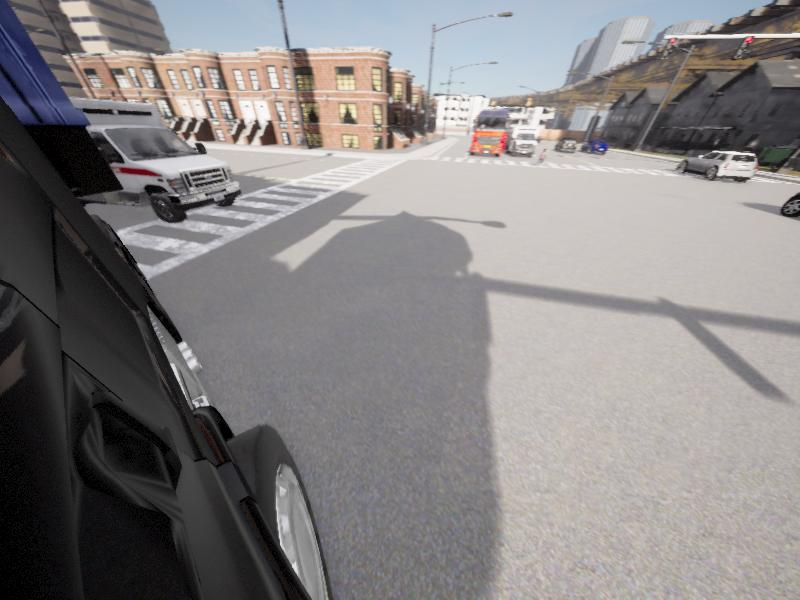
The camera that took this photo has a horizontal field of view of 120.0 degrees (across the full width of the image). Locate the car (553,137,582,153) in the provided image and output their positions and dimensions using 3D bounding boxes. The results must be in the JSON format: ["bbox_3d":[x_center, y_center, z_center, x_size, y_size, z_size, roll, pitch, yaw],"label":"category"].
[{"bbox_3d":[21.851,-20.409,30.383,1.789,1.549,3.705,10,38,11],"label":"car"}]

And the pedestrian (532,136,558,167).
[{"bbox_3d":[10.460,-10.732,16.729,0.751,1.860,0.751,-18,42,-25],"label":"pedestrian"}]

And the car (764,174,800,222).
[{"bbox_3d":[14.056,-2.710,6.579,1.789,1.549,3.705,10,38,11],"label":"car"}]

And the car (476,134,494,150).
[{"bbox_3d":[11.194,-21.089,30.817,1.837,1.490,4.892,10,38,11],"label":"car"}]

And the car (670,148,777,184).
[{"bbox_3d":[20.364,-8.714,14.894,1.970,1.475,3.806,10,38,11],"label":"car"}]

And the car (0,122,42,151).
[{"bbox_3d":[-29.049,-11.634,16.320,5.008,1.535,1.882,10,38,11],"label":"car"}]

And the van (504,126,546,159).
[{"bbox_3d":[12.735,-16.502,24.045,2.351,2.431,6.366,11,38,11],"label":"van"}]

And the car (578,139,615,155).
[{"bbox_3d":[25.294,-19.891,29.955,1.812,1.442,4.674,10,38,11],"label":"car"}]

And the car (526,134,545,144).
[{"bbox_3d":[27.460,-32.747,47.032,1.837,1.490,4.892,7,37,6],"label":"car"}]

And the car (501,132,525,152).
[{"bbox_3d":[14.664,-20.810,30.296,1.932,1.855,4.605,10,38,11],"label":"car"}]

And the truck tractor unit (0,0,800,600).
[{"bbox_3d":[-2.645,-0.295,0.351,6.516,4.208,3.053,28,44,30],"label":"truck tractor unit"}]

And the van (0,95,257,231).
[{"bbox_3d":[-7.891,-3.829,6.273,6.366,2.431,2.351,10,38,10],"label":"van"}]

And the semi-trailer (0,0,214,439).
[{"bbox_3d":[-9.748,-2.521,2.791,14.254,4.402,2.717,14,38,15],"label":"semi-trailer"}]

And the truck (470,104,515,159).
[{"bbox_3d":[9.177,-17.367,23.859,2.891,3.827,8.468,10,38,11],"label":"truck"}]
